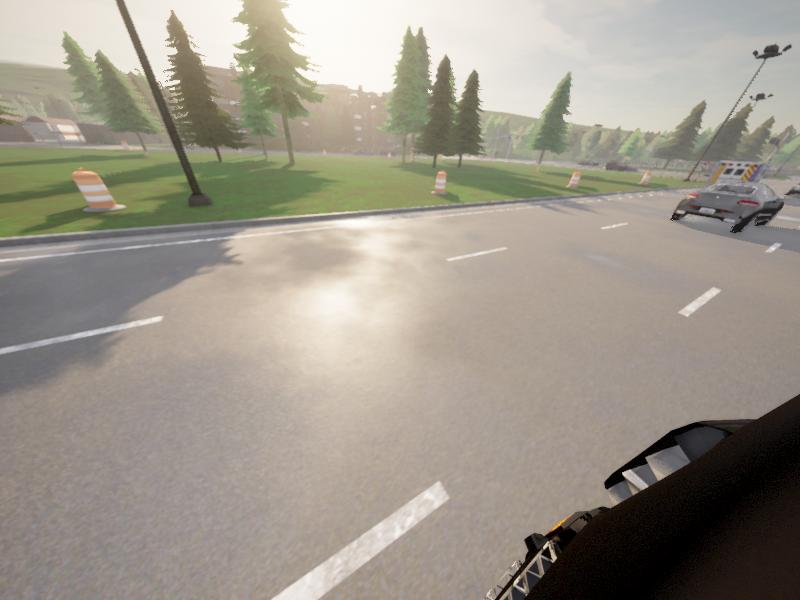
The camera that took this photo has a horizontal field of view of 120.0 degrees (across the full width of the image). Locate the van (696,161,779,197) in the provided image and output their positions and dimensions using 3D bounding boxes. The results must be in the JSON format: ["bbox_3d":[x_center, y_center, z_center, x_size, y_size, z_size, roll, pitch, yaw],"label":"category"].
[{"bbox_3d":[29.764,-10.722,20.371,6.366,2.431,2.351,-15,37,-25],"label":"van"}]

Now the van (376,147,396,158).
[{"bbox_3d":[-3.407,-35.991,56.266,4.442,1.987,1.775,-15,37,-25],"label":"van"}]

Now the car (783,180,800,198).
[{"bbox_3d":[38.153,-10.300,21.434,4.718,1.301,1.895,-15,38,-25],"label":"car"}]

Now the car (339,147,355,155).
[{"bbox_3d":[-14.121,-39.574,61.208,3.705,1.549,1.789,-15,37,-25],"label":"car"}]

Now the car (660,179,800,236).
[{"bbox_3d":[14.188,-4.126,9.883,5.027,1.651,2.152,-13,37,-23],"label":"car"}]

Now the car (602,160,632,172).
[{"bbox_3d":[46.328,-28.683,49.318,1.905,1.878,3.866,-15,37,-25],"label":"car"}]

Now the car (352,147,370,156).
[{"bbox_3d":[-9.621,-36.389,56.709,3.988,1.617,1.851,-15,37,-25],"label":"car"}]

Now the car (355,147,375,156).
[{"bbox_3d":[-9.119,-38.751,60.258,4.611,1.667,2.242,-15,38,-25],"label":"car"}]

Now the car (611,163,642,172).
[{"bbox_3d":[49.567,-29.088,50.663,1.994,1.385,4.181,-15,37,-25],"label":"car"}]

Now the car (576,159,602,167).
[{"bbox_3d":[53.287,-38.641,65.145,1.930,1.638,5.238,-15,37,-25],"label":"car"}]
